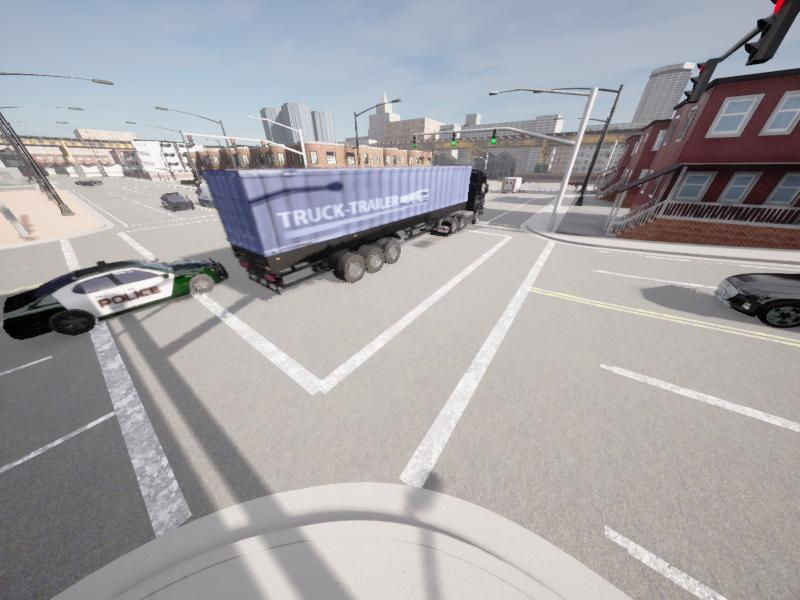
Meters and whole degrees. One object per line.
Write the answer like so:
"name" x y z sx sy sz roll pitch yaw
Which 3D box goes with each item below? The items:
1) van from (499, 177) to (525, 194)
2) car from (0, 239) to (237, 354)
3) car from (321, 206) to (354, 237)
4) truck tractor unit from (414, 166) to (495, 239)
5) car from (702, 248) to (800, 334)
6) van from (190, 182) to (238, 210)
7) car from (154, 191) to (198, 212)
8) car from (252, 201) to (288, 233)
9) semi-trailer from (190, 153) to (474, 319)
"van" 20.517 -20.931 42.126 2.351 2.431 6.366 20 36 31
"car" -8.933 -0.584 7.779 2.038 1.542 4.974 20 36 31
"car" -4.540 -6.023 17.364 1.994 1.385 4.181 -5 30 -9
"truck tractor unit" 4.166 -7.678 17.373 3.053 4.208 6.516 20 36 31
"car" 12.056 0.004 5.797 4.856 1.649 2.033 15 33 33
"van" -21.865 -12.342 27.137 5.915 2.561 1.988 20 36 31
"car" -25.064 -11.054 25.804 5.238 1.638 1.930 20 36 31
"car" -10.257 -6.612 18.145 1.851 1.617 3.988 -16 34 -26
"semi-trailer" -0.534 -4.578 11.808 2.717 4.402 14.254 20 36 31
